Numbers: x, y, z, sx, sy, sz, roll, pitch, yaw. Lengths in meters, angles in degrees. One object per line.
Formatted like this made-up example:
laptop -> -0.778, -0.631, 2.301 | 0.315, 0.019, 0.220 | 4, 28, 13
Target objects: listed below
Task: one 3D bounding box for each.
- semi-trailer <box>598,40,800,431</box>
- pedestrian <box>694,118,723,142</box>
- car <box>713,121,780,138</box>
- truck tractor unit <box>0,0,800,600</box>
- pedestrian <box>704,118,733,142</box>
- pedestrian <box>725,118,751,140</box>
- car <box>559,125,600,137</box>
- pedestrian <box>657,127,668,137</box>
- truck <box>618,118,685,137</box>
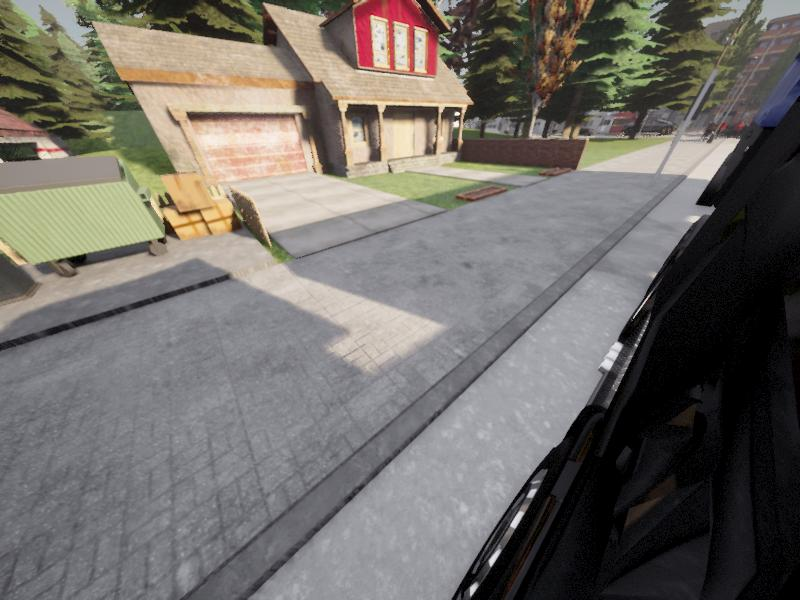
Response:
semi-trailer -> 8.701, -3.581, 4.256 | 14.254, 4.402, 2.717 | -28, 44, -30
pedestrian -> 30.894, -17.023, 23.140 | 0.751, 1.860, 0.751 | -15, 38, -17
car -> 41.947, -20.798, 28.177 | 1.816, 1.474, 4.193 | -1, 37, 1
truck tractor unit -> 2.645, -0.295, 0.351 | 6.516, 4.208, 3.053 | -28, 44, -30
pedestrian -> 31.504, -16.845, 22.867 | 0.751, 1.860, 0.751 | -18, 39, -20
pedestrian -> 35.978, -18.200, 24.628 | 0.751, 1.860, 0.751 | -29, 44, -31
car -> 31.585, -29.856, 40.835 | 2.152, 1.651, 5.027 | -28, 44, -30
pedestrian -> 35.014, -22.390, 30.800 | 0.500, 1.100, 0.500 | -22, 41, -25
truck -> 37.587, -25.943, 34.833 | 2.390, 2.098, 6.274 | -28, 43, -30
